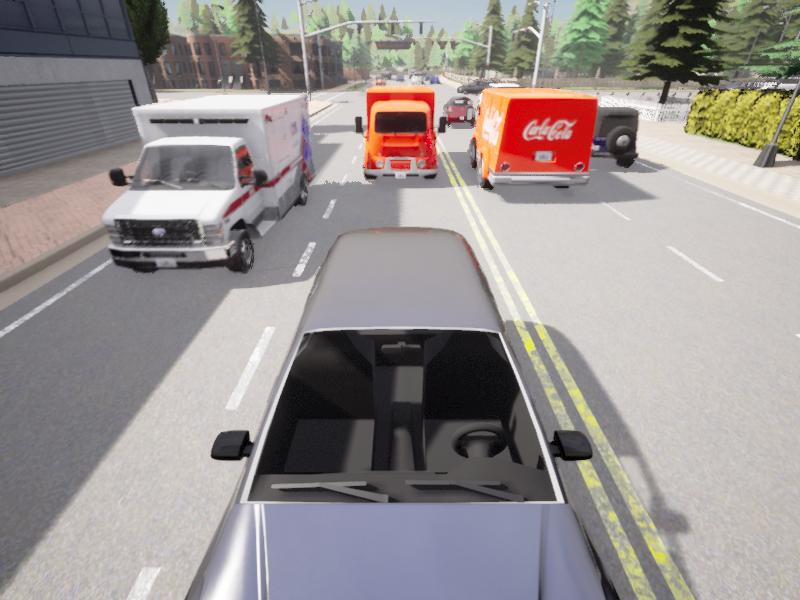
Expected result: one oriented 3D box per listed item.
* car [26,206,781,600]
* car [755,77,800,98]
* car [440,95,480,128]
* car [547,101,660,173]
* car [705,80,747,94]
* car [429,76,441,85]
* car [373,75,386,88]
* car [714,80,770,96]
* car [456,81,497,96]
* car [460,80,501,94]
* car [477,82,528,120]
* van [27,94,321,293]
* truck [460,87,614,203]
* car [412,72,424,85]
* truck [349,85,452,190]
[{"bbox_3d":[0.010,0.774,3.062,2.242,1.667,4.611,0,30,0],"label":"car"},{"bbox_3d":[44.943,-24.525,46.099,5.566,2.045,2.150,0,30,0],"label":"car"},{"bbox_3d":[3.523,-11.391,24.058,1.845,1.501,3.633,0,30,0],"label":"car"},{"bbox_3d":[7.020,-5.979,14.419,1.905,1.878,3.866,0,30,0],"label":"car"},{"bbox_3d":[42.543,-27.849,52.268,3.633,1.501,1.845,0,30,0],"label":"car"},{"bbox_3d":[7.056,-44.603,81.106,2.007,1.525,4.514,0,30,0],"label":"car"},{"bbox_3d":[-3.451,-37.348,68.327,2.097,1.767,4.553,0,30,0],"label":"car"},{"bbox_3d":[42.004,-26.072,49.252,4.611,1.667,2.242,0,30,0],"label":"car"},{"bbox_3d":[9.374,-26.077,49.326,4.514,1.525,2.007,1,30,2],"label":"car"},{"bbox_3d":[10.452,-27.839,52.328,4.792,1.488,2.163,1,30,2],"label":"car"},{"bbox_3d":[7.024,-14.064,28.133,2.150,2.045,5.566,0,30,0],"label":"car"},{"bbox_3d":[-3.490,-2.762,8.365,2.351,2.431,6.366,0,30,0],"label":"van"},{"bbox_3d":[3.514,-4.845,11.882,2.627,2.467,5.204,0,30,0],"label":"truck"},{"bbox_3d":[3.556,-44.363,80.112,2.150,2.045,5.566,0,30,0],"label":"car"},{"bbox_3d":[0.016,-5.515,13.043,2.627,2.467,5.204,0,30,0],"label":"truck"}]
